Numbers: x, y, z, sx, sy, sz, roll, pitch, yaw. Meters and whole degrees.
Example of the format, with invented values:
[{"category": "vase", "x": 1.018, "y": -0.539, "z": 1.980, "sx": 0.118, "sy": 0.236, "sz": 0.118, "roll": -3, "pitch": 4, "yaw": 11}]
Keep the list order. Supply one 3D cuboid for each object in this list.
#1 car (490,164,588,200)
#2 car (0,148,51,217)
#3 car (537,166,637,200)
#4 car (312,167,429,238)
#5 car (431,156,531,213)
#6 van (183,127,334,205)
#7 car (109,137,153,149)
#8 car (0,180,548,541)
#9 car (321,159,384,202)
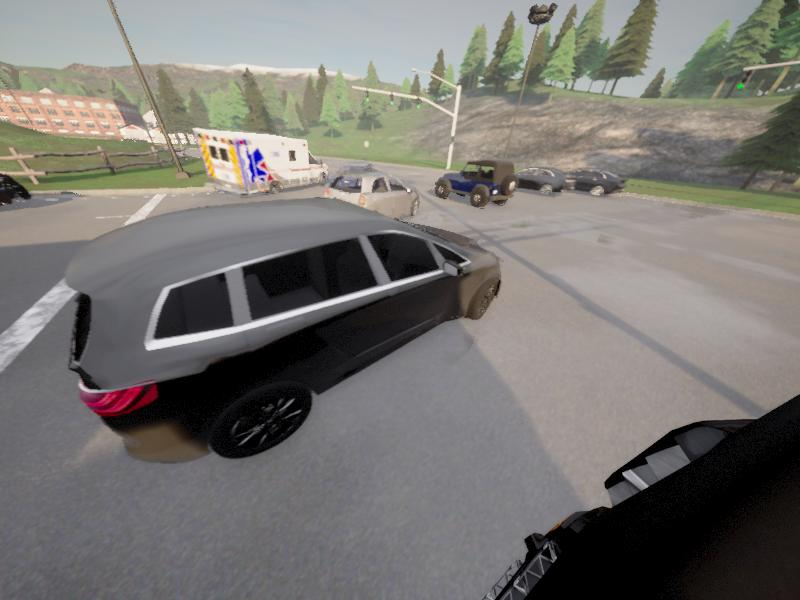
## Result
[{"category": "car", "x": 8.854, "y": -7.945, "z": 15.261, "sx": 2.128, "sy": 1.511, "sz": 4.902, "roll": -21, "pitch": 40, "yaw": -31}, {"category": "car", "x": -14.211, "y": -3.028, "z": 5.965, "sx": 5.238, "sy": 1.638, "sz": 1.930, "roll": -14, "pitch": 37, "yaw": -24}, {"category": "car", "x": 12.622, "y": -8.229, "z": 15.993, "sx": 1.837, "sy": 1.490, "sz": 4.892, "roll": -20, "pitch": 40, "yaw": -31}, {"category": "car", "x": -0.727, "y": -3.451, "z": 7.727, "sx": 1.845, "sy": 1.501, "sz": 3.633, "roll": 21, "pitch": 37, "yaw": 24}, {"category": "car", "x": 3.626, "y": -5.700, "z": 11.128, "sx": 1.905, "sy": 1.878, "sz": 3.866, "roll": -20, "pitch": 40, "yaw": -31}, {"category": "van", "x": -6.330, "y": -6.970, "z": 11.902, "sx": 2.351, "sy": 2.431, "sz": 6.366, "roll": 19, "pitch": 36, "yaw": 14}, {"category": "car", "x": -48.680, "y": -28.500, "z": 41.927, "sx": 4.892, "sy": 1.490, "sz": 1.837, "roll": -1, "pitch": 32, "yaw": -6}, {"category": "car", "x": -0.553, "y": -0.388, "z": 2.991, "sx": 4.611, "sy": 1.667, "sz": 2.242, "roll": -22, "pitch": 41, "yaw": -33}, {"category": "car", "x": -2.260, "y": -6.725, "z": 12.680, "sx": 2.033, "sy": 1.411, "sz": 5.357, "roll": 5, "pitch": 34, "yaw": 2}]
